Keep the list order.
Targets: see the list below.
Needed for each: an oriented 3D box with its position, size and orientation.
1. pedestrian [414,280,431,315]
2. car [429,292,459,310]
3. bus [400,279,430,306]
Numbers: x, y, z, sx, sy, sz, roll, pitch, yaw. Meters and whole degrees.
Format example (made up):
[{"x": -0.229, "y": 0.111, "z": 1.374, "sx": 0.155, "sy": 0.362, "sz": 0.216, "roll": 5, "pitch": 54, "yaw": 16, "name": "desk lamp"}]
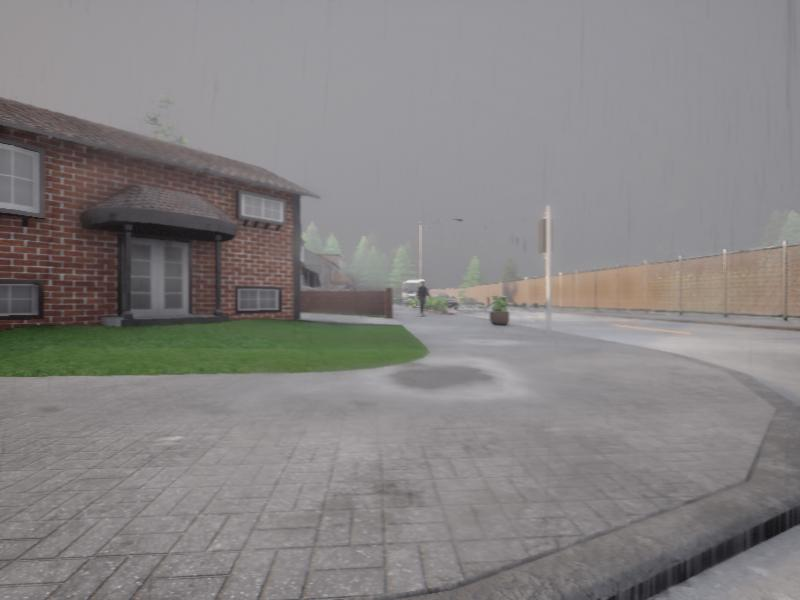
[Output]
[{"x": 1.186, "y": -0.119, "z": 21.370, "sx": 0.751, "sy": 1.860, "sz": 0.751, "roll": 0, "pitch": 0, "yaw": -8, "name": "pedestrian"}, {"x": 4.297, "y": 0.123, "z": 39.764, "sx": 2.152, "sy": 1.651, "sz": 5.027, "roll": 0, "pitch": 0, "yaw": -4, "name": "car"}, {"x": 2.405, "y": -1.240, "z": 68.181, "sx": 3.944, "sy": 4.253, "sz": 10.273, "roll": 0, "pitch": 1, "yaw": -4, "name": "bus"}]
